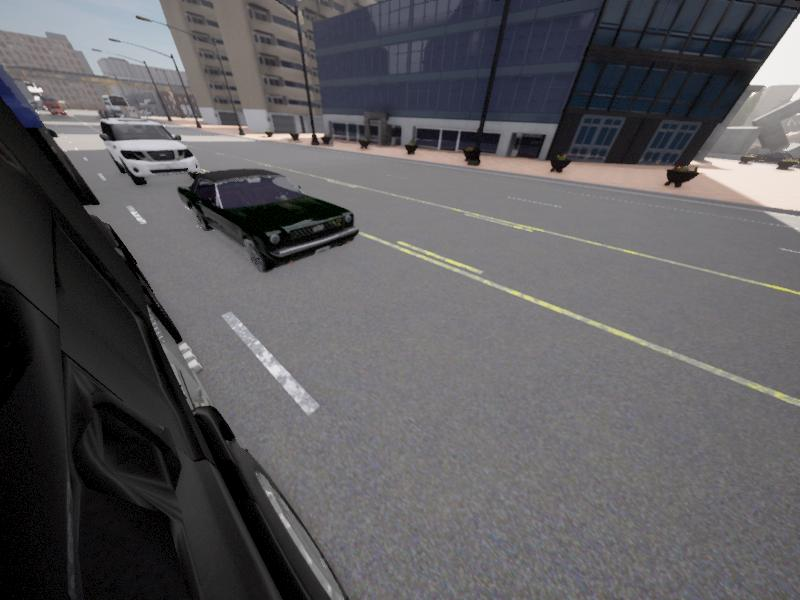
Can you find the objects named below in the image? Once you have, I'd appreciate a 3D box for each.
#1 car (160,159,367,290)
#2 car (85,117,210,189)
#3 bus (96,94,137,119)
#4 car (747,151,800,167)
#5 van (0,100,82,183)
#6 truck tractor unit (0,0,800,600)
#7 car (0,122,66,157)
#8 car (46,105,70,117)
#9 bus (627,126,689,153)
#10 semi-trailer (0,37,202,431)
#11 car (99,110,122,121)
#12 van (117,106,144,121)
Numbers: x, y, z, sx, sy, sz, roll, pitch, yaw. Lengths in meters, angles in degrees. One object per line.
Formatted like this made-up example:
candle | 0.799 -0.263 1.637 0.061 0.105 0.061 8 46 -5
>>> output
car | -3.100 -2.053 5.113 4.718 1.301 1.895 28 43 30
car | -10.906 -6.493 9.946 5.566 2.045 2.150 28 44 30
bus | -71.500 -48.814 58.281 10.273 4.253 3.944 29 44 29
car | 56.491 -21.067 34.395 2.033 1.411 5.357 -22 44 -29
van | -16.543 -6.895 9.822 6.366 2.431 2.351 28 43 30
truck tractor unit | -2.645 -0.295 0.351 6.516 4.208 3.053 28 44 30
car | -23.409 -10.145 14.505 4.902 1.511 2.128 28 43 30
car | -74.557 -41.130 50.285 4.611 1.667 2.242 29 44 29
bus | 54.202 -34.306 49.232 3.944 4.253 10.273 14 38 13
semi-trailer | -8.740 -3.574 4.189 14.254 4.402 2.717 28 43 29
car | -63.410 -40.429 50.574 4.902 1.511 2.128 29 44 28
van | -61.504 -42.569 52.701 6.366 2.431 2.351 29 44 28
